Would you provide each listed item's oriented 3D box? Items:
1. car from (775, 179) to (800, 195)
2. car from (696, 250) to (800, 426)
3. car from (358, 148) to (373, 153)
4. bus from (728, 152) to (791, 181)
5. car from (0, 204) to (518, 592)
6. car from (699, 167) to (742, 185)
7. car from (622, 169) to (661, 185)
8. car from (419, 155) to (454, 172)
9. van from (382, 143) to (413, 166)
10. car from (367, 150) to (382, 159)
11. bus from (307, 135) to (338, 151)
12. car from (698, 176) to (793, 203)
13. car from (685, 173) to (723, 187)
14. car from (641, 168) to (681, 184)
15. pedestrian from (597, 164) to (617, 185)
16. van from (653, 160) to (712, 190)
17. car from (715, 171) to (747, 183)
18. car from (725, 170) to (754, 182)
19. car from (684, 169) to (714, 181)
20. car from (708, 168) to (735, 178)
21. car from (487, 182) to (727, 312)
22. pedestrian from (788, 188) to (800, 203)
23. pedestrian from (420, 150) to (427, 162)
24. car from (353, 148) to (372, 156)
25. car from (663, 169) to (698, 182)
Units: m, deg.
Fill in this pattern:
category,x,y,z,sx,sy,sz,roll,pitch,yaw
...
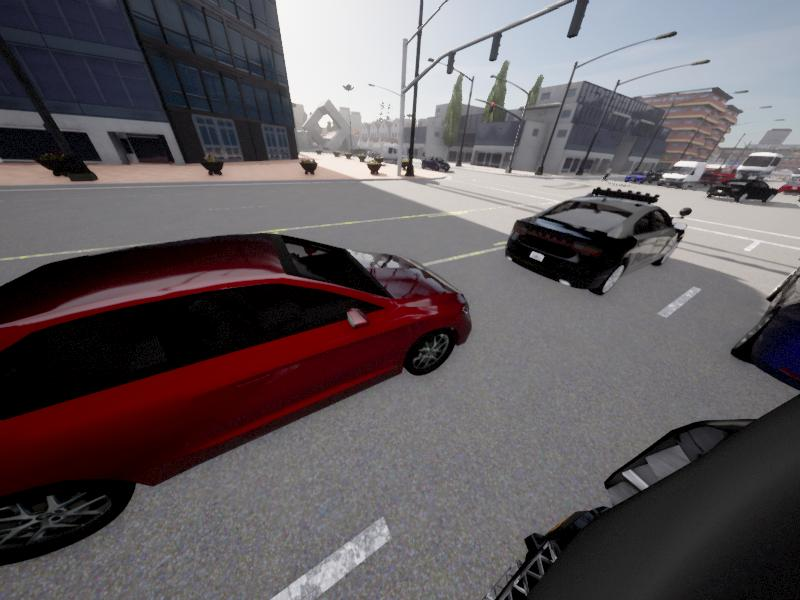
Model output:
category,x,y,z,sx,sy,sz,roll,pitch,yaw
car,46.118,-13.127,26.808,4.181,1.385,1.994,-16,38,-26
car,6.342,0.233,2.773,4.792,1.488,2.163,-16,38,-26
car,-13.441,-58.523,90.492,5.357,1.411,2.033,16,35,17
bus,67.754,-25.161,43.547,10.273,4.253,3.944,-16,38,-26
car,-1.188,0.152,2.294,4.193,1.474,1.816,-16,38,-26
car,46.745,-18.074,33.653,5.566,2.045,2.150,-16,38,-26
car,29.682,-15.203,28.434,4.193,1.474,1.816,-16,38,-27
car,4.326,-16.613,28.131,1.816,1.474,4.193,-15,38,-26
van,-0.526,-21.930,34.802,1.988,2.561,5.915,-15,38,-26
car,-5.574,-31.663,50.226,2.033,1.411,5.357,-8,35,-17
bus,-29.157,-59.218,87.379,10.273,4.253,3.944,-9,35,-18
car,27.080,-8.673,18.197,5.008,1.535,1.882,-4,34,-11
car,39.732,-15.746,30.193,4.674,1.442,1.812,-15,38,-26
car,35.562,-16.917,31.438,5.238,1.638,1.930,-16,38,-26
pedestrian,22.034,-13.401,24.588,0.751,1.860,0.751,15,35,16
van,31.171,-13.821,25.507,5.915,2.561,1.988,-16,38,-26
car,53.026,-19.710,37.010,4.674,1.442,1.812,-17,38,-26
car,58.537,-21.392,39.771,4.193,1.474,1.816,-17,38,-26
car,50.884,-21.352,39.284,4.892,1.490,1.837,-17,38,-26
car,63.338,-25.099,45.557,5.008,1.535,1.882,-16,38,-26
car,4.754,-1.609,5.286,5.238,1.638,1.930,-16,38,-26
pedestrian,33.990,-9.129,19.215,0.751,1.860,0.751,26,39,31
pedestrian,4.337,-26.331,42.322,0.751,1.860,0.751,-18,39,-29
car,-9.816,-38.817,60.640,4.892,1.490,1.837,-26,44,-37
car,42.519,-18.885,35.034,5.008,1.535,1.882,-16,38,-26
